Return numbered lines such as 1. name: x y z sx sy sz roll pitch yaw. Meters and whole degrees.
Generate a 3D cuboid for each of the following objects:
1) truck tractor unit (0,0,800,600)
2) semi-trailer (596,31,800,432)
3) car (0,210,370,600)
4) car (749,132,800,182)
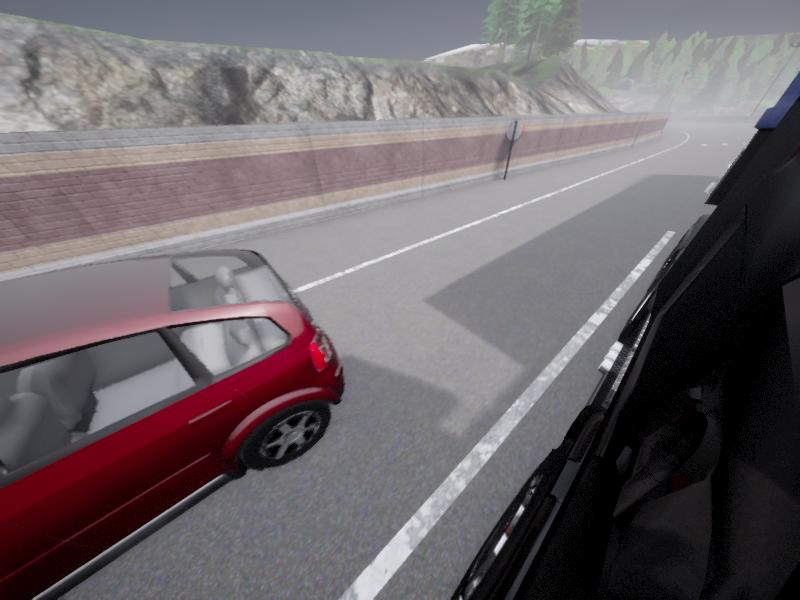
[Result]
1. truck tractor unit: 2.645 -0.295 0.351 6.516 4.208 3.053 -28 44 -30
2. semi-trailer: 8.771 -3.560 4.147 14.254 4.402 2.717 -27 43 -29
3. car: -2.324 0.817 1.425 3.705 1.549 1.789 -27 43 -29
4. car: 16.376 -5.887 9.366 4.718 1.301 1.895 -27 43 -28
